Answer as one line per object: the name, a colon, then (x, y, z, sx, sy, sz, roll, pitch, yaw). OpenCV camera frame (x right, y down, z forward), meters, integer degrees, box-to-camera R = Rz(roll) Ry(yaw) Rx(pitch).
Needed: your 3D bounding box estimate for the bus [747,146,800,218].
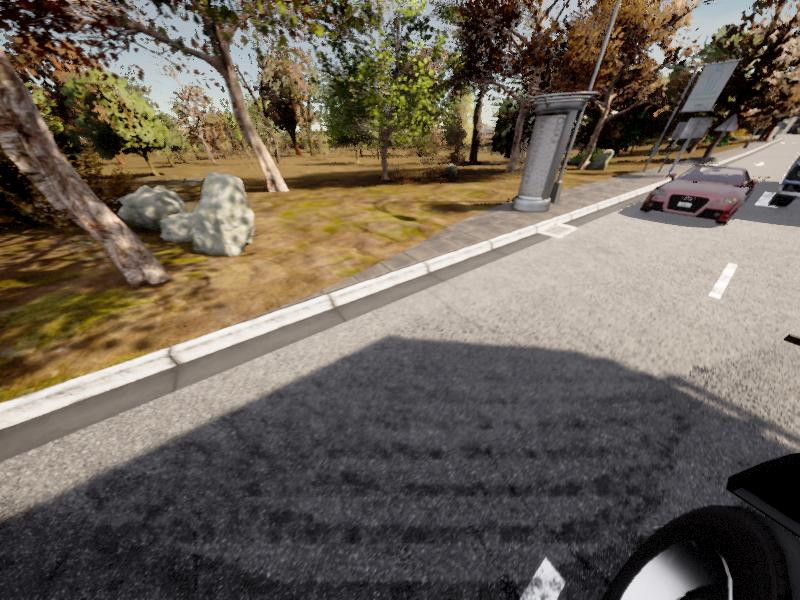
bus: (17.529, -5.688, 7.929, 10.273, 4.253, 3.944, -22, 41, -27)

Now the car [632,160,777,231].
car: (10.104, -3.656, 7.690, 4.181, 1.385, 1.994, -22, 41, -27)
